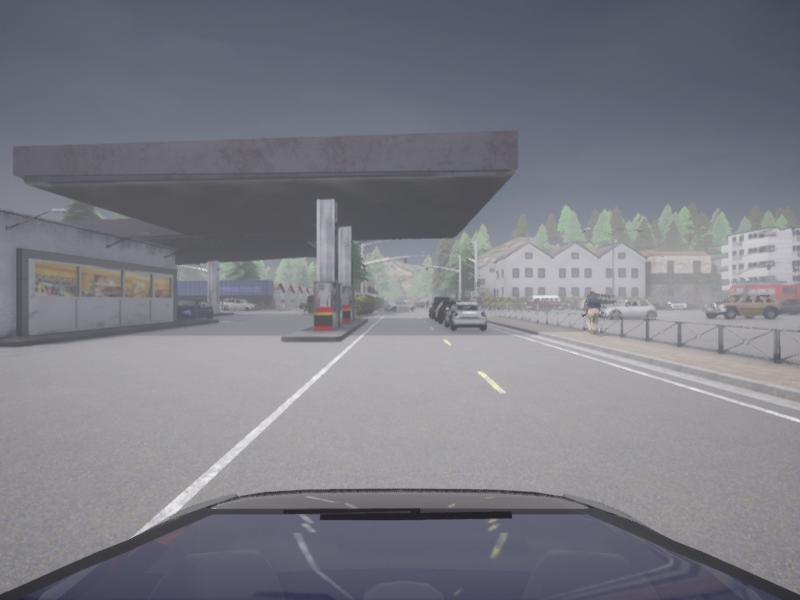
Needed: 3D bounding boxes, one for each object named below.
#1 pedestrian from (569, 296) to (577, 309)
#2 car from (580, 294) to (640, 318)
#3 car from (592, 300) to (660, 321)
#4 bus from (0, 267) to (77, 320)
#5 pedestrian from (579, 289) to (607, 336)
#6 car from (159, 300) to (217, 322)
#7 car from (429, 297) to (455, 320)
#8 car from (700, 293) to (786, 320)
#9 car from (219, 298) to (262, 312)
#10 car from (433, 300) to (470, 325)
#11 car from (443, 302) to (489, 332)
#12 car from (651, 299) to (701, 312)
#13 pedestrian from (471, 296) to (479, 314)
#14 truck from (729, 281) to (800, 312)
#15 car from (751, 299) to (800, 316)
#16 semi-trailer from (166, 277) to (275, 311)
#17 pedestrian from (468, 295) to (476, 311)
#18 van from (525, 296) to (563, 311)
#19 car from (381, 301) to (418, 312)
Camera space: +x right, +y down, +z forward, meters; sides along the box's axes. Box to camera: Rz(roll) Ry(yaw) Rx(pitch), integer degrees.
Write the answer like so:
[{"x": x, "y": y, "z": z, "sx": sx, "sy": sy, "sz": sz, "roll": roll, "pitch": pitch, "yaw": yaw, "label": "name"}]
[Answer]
[{"x": 25.907, "y": 0.349, "z": 59.822, "sx": 0.751, "sy": 1.860, "sz": 0.751, "roll": 0, "pitch": 0, "yaw": -9, "label": "pedestrian"}, {"x": 16.857, "y": 0.451, "z": 32.240, "sx": 3.866, "sy": 1.878, "sz": 1.905, "roll": 0, "pitch": 0, "yaw": 0, "label": "car"}, {"x": 16.257, "y": 0.732, "z": 28.913, "sx": 3.806, "sy": 1.475, "sz": 1.970, "roll": 0, "pitch": 0, "yaw": 0, "label": "car"}, {"x": -33.989, "y": -0.503, "z": 34.429, "sx": 3.944, "sy": 4.253, "sz": 10.273, "roll": 0, "pitch": 0, "yaw": 0, "label": "bus"}, {"x": 7.832, "y": 0.500, "z": 16.266, "sx": 0.751, "sy": 1.860, "sz": 0.751, "roll": 0, "pitch": 0, "yaw": 0, "label": "pedestrian"}, {"x": -17.145, "y": 0.854, "z": 32.666, "sx": 2.242, "sy": 1.667, "sz": 4.611, "roll": 0, "pitch": 0, "yaw": 0, "label": "car"}, {"x": 3.589, "y": 0.679, "z": 34.986, "sx": 1.905, "sy": 1.878, "sz": 3.866, "roll": 0, "pitch": 0, "yaw": 0, "label": "car"}, {"x": 24.737, "y": 0.468, "z": 28.981, "sx": 4.605, "sy": 1.855, "sz": 1.932, "roll": 0, "pitch": 0, "yaw": 0, "label": "car"}, {"x": -20.213, "y": 0.623, "z": 50.788, "sx": 4.611, "sy": 1.667, "sz": 2.242, "roll": 1, "pitch": 1, "yaw": 12, "label": "car"}, {"x": 3.572, "y": 0.805, "z": 28.534, "sx": 2.033, "sy": 1.649, "sz": 4.856, "roll": 0, "pitch": 0, "yaw": 0, "label": "car"}, {"x": 3.559, "y": 0.874, "z": 22.210, "sx": 1.970, "sy": 1.475, "sz": 3.806, "roll": 0, "pitch": 0, "yaw": 0, "label": "car"}, {"x": 35.420, "y": 0.686, "z": 51.379, "sx": 4.974, "sy": 1.542, "sz": 2.038, "roll": 0, "pitch": 0, "yaw": 0, "label": "car"}, {"x": 7.662, "y": 0.523, "z": 40.937, "sx": 0.751, "sy": 1.860, "sz": 0.751, "roll": 0, "pitch": 0, "yaw": -1, "label": "pedestrian"}, {"x": 47.543, "y": -0.466, "z": 51.227, "sx": 8.468, "sy": 3.827, "sz": 2.891, "roll": 0, "pitch": 0, "yaw": 0, "label": "truck"}, {"x": 34.723, "y": 0.675, "z": 35.958, "sx": 4.514, "sy": 1.523, "sz": 2.007, "roll": 0, "pitch": 0, "yaw": 0, "label": "car"}, {"x": -24.730, "y": -0.747, "z": 55.154, "sx": 14.254, "sy": 4.402, "sz": 2.717, "roll": -1, "pitch": 0, "yaw": 6, "label": "semi-trailer"}, {"x": 8.528, "y": 0.337, "z": 47.315, "sx": 0.751, "sy": 1.860, "sz": 0.751, "roll": 0, "pitch": 0, "yaw": 36, "label": "pedestrian"}, {"x": 19.682, "y": 0.431, "z": 54.917, "sx": 4.480, "sy": 2.038, "sz": 2.069, "roll": 0, "pitch": 0, "yaw": -4, "label": "van"}, {"x": -0.039, "y": 0.857, "z": 53.156, "sx": 4.674, "sy": 1.442, "sz": 1.812, "roll": -1, "pitch": 0, "yaw": -30, "label": "car"}]
